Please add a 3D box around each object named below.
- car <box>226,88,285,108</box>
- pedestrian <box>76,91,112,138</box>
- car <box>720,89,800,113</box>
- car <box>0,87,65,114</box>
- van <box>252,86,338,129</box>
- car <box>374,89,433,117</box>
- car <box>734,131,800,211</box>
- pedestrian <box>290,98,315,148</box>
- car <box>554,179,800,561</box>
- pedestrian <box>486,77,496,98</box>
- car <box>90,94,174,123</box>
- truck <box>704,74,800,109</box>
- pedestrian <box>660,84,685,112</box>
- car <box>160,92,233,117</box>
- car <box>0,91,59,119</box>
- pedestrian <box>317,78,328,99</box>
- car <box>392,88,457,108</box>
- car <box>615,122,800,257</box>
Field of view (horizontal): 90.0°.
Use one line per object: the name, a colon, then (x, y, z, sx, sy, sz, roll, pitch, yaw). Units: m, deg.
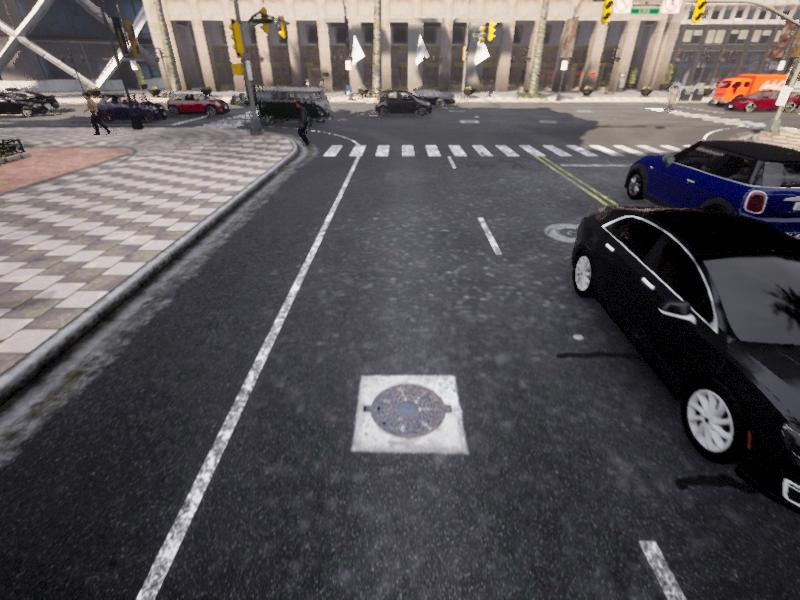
car: (-12.240, -17.257, 34.182, 4.181, 1.385, 1.994, 0, 30, 0)
pedestrian: (-14.144, -8.595, 18.523, 0.751, 1.860, 0.751, -18, 35, -28)
car: (28.108, -15.378, 30.869, 4.792, 1.488, 2.163, 0, 30, 0)
car: (-28.612, -14.761, 29.637, 5.238, 1.638, 1.930, -7, 31, -12)
van: (-6.094, -11.341, 23.450, 4.442, 1.987, 1.775, 11, 32, 19)
car: (0.249, -13.774, 27.990, 3.988, 1.617, 1.851, 0, 30, 0)
car: (10.590, -3.015, 9.658, 1.845, 1.501, 3.633, 0, 30, 0)
pedestrian: (-4.073, -7.441, 16.853, 0.751, 1.860, 0.751, -5, 31, -8)
car: (3.618, -0.022, 4.570, 1.837, 1.490, 4.892, 0, 30, 1)
pedestrian: (9.443, -22.063, 41.577, 0.751, 1.860, 0.751, 3, 30, 5)
car: (-16.561, -11.913, 24.875, 3.633, 1.501, 1.845, -1, 30, -2)
truck: (29.497, -17.566, 33.632, 5.204, 2.467, 2.627, 0, 30, 0)
pedestrian: (20.541, -15.229, 30.188, 0.751, 1.860, 0.751, -1, 30, -2)
car: (-14.107, -13.681, 27.955, 3.806, 1.475, 1.970, -1, 30, -1)
car: (-26.610, -13.132, 26.980, 4.902, 1.511, 2.128, -8, 31, -14)
pedestrian: (-7.713, -21.081, 39.892, 0.751, 1.860, 0.751, -17, 35, -27)
car: (2.035, -17.215, 34.091, 5.357, 1.411, 2.033, 0, 30, 0)
car: (7.082, -2.703, 8.861, 2.097, 1.767, 4.553, 0, 30, 0)
